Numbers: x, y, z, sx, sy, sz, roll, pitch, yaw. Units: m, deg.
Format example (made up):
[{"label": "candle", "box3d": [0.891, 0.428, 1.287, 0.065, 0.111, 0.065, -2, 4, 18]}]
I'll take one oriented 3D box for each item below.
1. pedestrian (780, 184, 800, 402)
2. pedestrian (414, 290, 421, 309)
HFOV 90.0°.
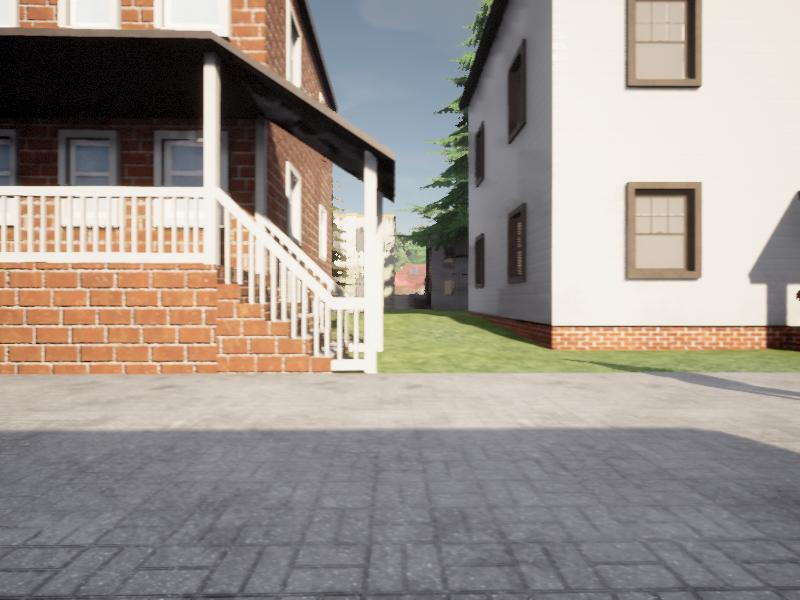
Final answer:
[{"label": "pedestrian", "box3d": [3.769, -0.061, 3.203, 0.751, 1.860, 0.751, 0, 0, 7]}, {"label": "pedestrian", "box3d": [1.741, -0.065, 39.986, 0.751, 1.860, 0.751, 0, 0, 3]}]
